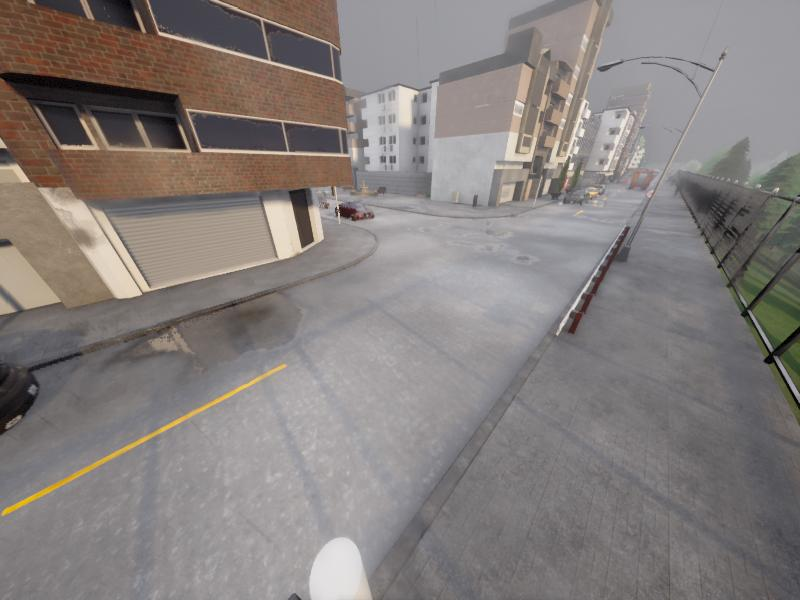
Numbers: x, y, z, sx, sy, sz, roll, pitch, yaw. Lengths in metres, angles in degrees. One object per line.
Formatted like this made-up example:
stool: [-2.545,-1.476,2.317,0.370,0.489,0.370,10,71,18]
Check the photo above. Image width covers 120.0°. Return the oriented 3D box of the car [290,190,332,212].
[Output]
car: [-9.972,-11.118,25.848,5.027,1.651,2.152,27,39,38]

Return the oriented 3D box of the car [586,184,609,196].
car: [32.706,-18.205,38.270,1.970,1.475,3.806,27,39,38]

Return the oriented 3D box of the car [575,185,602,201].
car: [27.818,-15.809,34.016,5.366,1.575,1.801,-27,39,-38]

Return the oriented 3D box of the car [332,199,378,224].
car: [-4.119,-8.032,20.757,1.994,1.385,4.181,-25,38,-36]

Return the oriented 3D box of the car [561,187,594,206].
car: [22.786,-13.386,29.605,4.553,1.767,2.097,-27,39,-38]

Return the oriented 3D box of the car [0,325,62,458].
car: [-8.537,2.330,2.683,1.837,1.490,4.892,26,39,37]

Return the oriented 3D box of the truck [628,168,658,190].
truck: [52.305,-26.188,49.749,8.468,3.827,2.891,-27,39,-38]
